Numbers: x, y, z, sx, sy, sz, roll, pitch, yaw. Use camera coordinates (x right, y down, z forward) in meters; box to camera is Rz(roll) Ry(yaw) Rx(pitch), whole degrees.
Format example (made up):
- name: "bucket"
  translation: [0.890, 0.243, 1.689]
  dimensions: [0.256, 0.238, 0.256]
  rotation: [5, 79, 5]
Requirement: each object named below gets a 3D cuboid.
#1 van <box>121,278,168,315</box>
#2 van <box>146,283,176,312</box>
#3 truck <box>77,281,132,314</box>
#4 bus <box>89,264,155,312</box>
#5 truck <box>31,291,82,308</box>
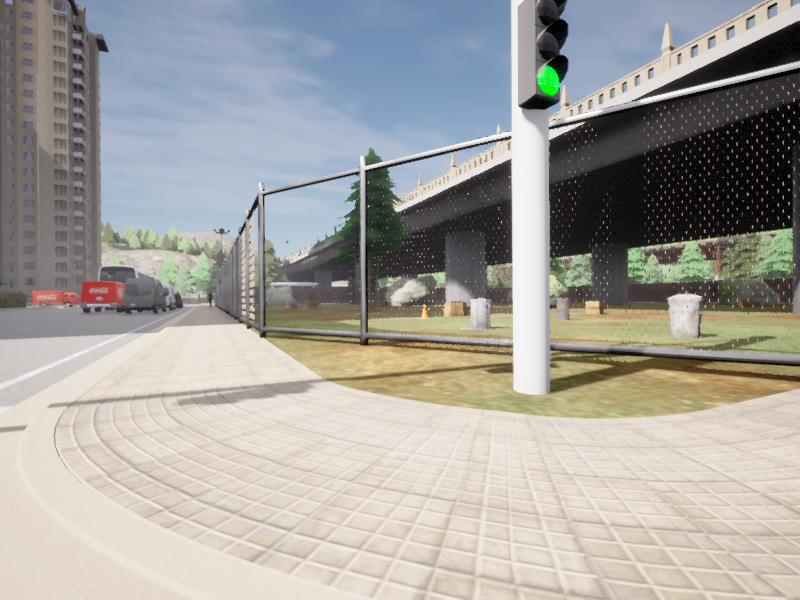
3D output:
- name: "van"
  translation: [-19.366, -0.270, 30.635]
  dimensions: [1.988, 2.561, 5.915]
  rotation: [0, 0, -22]
- name: "van"
  translation: [-22.768, -0.267, 38.291]
  dimensions: [1.988, 2.561, 5.915]
  rotation: [0, 0, -26]
- name: "truck"
  translation: [-23.943, -0.215, 32.673]
  dimensions: [2.627, 2.467, 5.204]
  rotation: [0, 0, -26]
- name: "bus"
  translation: [-28.233, -1.098, 41.252]
  dimensions: [3.944, 4.253, 10.273]
  rotation: [0, 0, -26]
- name: "truck"
  translation: [-50.196, -0.059, 58.669]
  dimensions: [5.204, 2.467, 2.627]
  rotation: [0, 0, -26]
